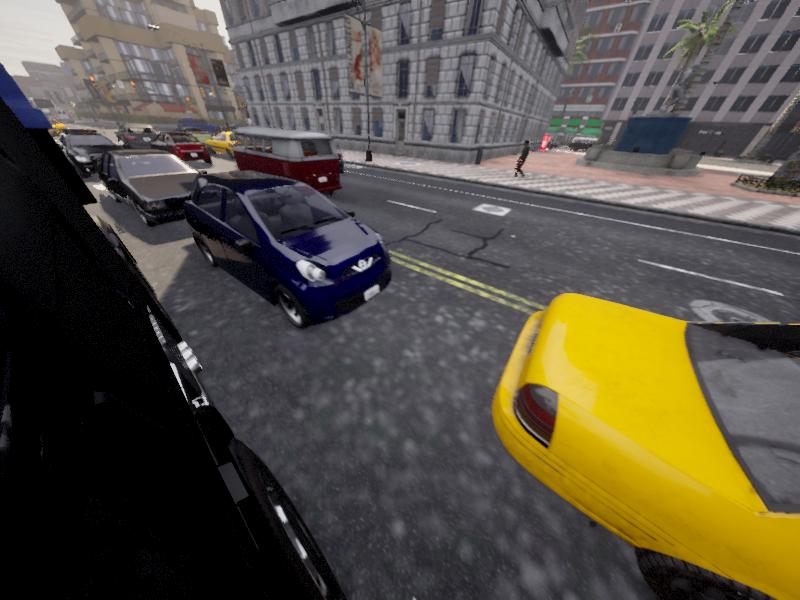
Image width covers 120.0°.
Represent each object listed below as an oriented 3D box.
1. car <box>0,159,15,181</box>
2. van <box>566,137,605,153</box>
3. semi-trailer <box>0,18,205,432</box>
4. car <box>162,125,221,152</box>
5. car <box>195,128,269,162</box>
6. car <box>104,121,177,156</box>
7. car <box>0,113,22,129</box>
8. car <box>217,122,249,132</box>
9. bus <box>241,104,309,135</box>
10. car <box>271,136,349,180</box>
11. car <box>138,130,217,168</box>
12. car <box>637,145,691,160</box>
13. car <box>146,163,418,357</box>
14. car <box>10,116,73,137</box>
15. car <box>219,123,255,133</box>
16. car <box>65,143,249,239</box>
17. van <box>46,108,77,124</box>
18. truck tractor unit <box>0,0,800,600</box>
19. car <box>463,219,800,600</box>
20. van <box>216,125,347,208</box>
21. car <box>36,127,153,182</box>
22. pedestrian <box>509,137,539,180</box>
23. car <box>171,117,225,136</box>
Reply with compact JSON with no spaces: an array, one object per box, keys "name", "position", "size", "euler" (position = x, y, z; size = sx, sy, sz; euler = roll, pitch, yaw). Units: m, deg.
[{"name":"car","position":[-16.476,-5.356,8.432],"size":[3.633,1.501,1.845],"euler":[24,42,26]},{"name":"van","position":[31.938,-26.752,39.876],"size":[2.069,2.038,4.480],"euler":[-23,44,-31]},{"name":"semi-trailer","position":[-8.901,-3.468,4.004],"size":[14.254,4.402,2.717],"euler":[26,42,27]},{"name":"car","position":[-17.377,-13.527,19.272],"size":[4.514,1.525,2.007],"euler":[25,42,27]},{"name":"car","position":[-11.800,-10.966,16.188],"size":[5.366,1.575,1.801],"euler":[25,42,27]},{"name":"car","position":[-18.199,-11.373,16.218],"size":[4.611,1.667,2.242],"euler":[28,43,29]},{"name":"car","position":[-52.085,-22.478,28.864],"size":[2.128,1.511,4.902],"euler":[25,42,27]},{"name":"car","position":[-34.879,-36.125,48.291],"size":[2.163,1.488,4.792],"euler":[25,42,27]},{"name":"bus","position":[-23.601,-34.527,44.617],"size":[3.944,4.253,10.273],"euler":[25,42,27]},{"name":"car","position":[-4.718,-7.619,12.227],"size":[3.705,1.549,1.789],"euler":[26,42,27]},{"name":"car","position":[-12.819,-8.808,13.325],"size":[4.193,1.474,1.816],"euler":[25,42,27]},{"name":"car","position":[39.781,-22.350,35.000],"size":[2.163,1.488,4.792],"euler":[-14,40,-21]},{"name":"car","position":[-1.810,-1.053,3.676],"size":[3.633,1.501,1.845],"euler":[25,42,27]},{"name":"car","position":[-36.409,-17.850,23.699],"size":[1.801,1.575,5.366],"euler":[-21,43,-29]},{"name":"car","position":[-32.480,-34.422,46.253],"size":[2.033,1.411,5.357],"euler":[25,42,27]},{"name":"car","position":[-6.959,-3.404,6.576],"size":[5.357,1.411,2.033],"euler":[25,42,27]},{"name":"van","position":[-71.495,-38.961,48.778],"size":[6.366,2.431,2.351],"euler":[25,42,27]},{"name":"truck tractor unit","position":[-2.645,-0.295,0.351],"size":[6.516,4.208,3.053],"euler":[28,44,30]},{"name":"car","position":[3.249,1.309,0.824],"size":[5.366,1.575,1.801],"euler":[25,42,27]},{"name":"van","position":[-4.250,-4.976,8.367],"size":[4.442,1.987,1.775],"euler":[25,42,27]},{"name":"car","position":[-13.542,-6.569,10.238],"size":[4.974,1.542,2.038],"euler":[25,42,27]},{"name":"pedestrian","position":[6.642,-7.609,12.437],"size":[0.751,1.860,0.751],"euler":[23,41,25]},{"name":"car","position":[-28.926,-25.065,33.458],"size":[2.150,2.045,5.566],"euler":[9,37,9]}]
